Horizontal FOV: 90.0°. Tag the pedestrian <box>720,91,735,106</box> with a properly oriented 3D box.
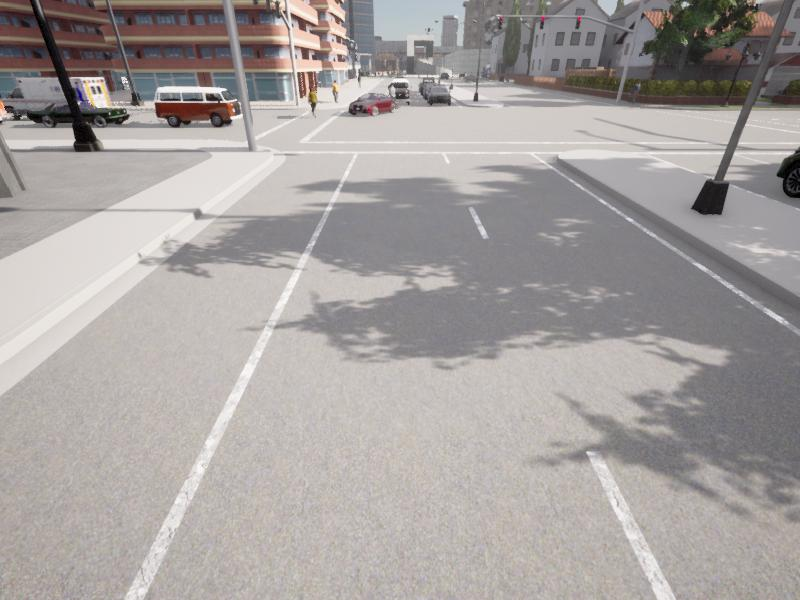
[{"bbox_3d":[27.510,-16.955,33.632,0.500,1.100,0.500,-1,30,-2],"label":"pedestrian"}]

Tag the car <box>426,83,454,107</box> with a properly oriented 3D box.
[{"bbox_3d":[3.543,-18.736,36.481,1.930,1.638,5.238,0,30,0],"label":"car"}]

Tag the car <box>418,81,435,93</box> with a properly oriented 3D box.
[{"bbox_3d":[3.513,-28.675,53.846,1.895,1.301,4.718,0,30,0],"label":"car"}]

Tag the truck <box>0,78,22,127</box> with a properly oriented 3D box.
[{"bbox_3d":[-25.837,-11.234,22.810,5.204,2.467,2.627,0,30,-1],"label":"truck"}]

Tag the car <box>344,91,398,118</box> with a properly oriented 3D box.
[{"bbox_3d":[-1.991,-14.274,29.110,1.994,1.385,4.181,15,33,24],"label":"car"}]

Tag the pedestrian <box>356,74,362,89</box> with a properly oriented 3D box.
[{"bbox_3d":[-6.053,-32.538,59.551,0.751,1.860,0.751,-1,30,-2],"label":"pedestrian"}]

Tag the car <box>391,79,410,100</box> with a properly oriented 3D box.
[{"bbox_3d":[0.013,-22.564,42.803,1.932,1.855,4.605,0,30,0],"label":"car"}]

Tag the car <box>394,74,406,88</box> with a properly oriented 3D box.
[{"bbox_3d":[0.014,-37.014,67.551,1.932,1.855,4.605,0,30,0],"label":"car"}]

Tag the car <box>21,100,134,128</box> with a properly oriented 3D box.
[{"bbox_3d":[-18.534,-10.786,23.207,4.718,1.301,1.895,0,30,-1],"label":"car"}]

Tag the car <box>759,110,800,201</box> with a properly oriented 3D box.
[{"bbox_3d":[11.506,-2.754,8.707,2.150,2.045,5.566,0,30,0],"label":"car"}]

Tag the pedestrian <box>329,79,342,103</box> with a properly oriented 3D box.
[{"bbox_3d":[-5.760,-18.683,35.822,0.751,1.860,0.751,26,39,37],"label":"pedestrian"}]

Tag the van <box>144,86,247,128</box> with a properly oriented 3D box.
[{"bbox_3d":[-11.609,-11.141,23.077,4.480,2.038,2.069,-1,30,-1],"label":"van"}]

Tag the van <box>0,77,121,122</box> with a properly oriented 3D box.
[{"bbox_3d":[-22.370,-13.009,25.892,6.366,2.431,2.351,0,30,-1],"label":"van"}]

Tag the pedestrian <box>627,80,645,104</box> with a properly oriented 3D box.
[{"bbox_3d":[20.661,-18.198,35.005,0.751,1.860,0.751,5,31,9],"label":"pedestrian"}]

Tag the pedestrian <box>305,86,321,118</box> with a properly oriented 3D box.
[{"bbox_3d":[-5.902,-13.378,27.038,0.751,1.860,0.751,-11,32,-18],"label":"pedestrian"}]

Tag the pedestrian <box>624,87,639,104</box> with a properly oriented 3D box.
[{"bbox_3d":[20.635,-18.247,35.645,0.751,1.300,0.751,22,37,33],"label":"pedestrian"}]

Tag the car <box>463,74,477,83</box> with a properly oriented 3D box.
[{"bbox_3d":[15.019,-47.704,86.113,2.152,1.651,5.027,0,30,0],"label":"car"}]

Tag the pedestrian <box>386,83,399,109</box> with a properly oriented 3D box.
[{"bbox_3d":[-0.606,-16.732,32.783,0.751,1.860,0.751,11,32,18],"label":"pedestrian"}]

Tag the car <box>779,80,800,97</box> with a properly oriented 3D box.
[{"bbox_3d":[41.434,-21.481,40.667,1.970,1.475,3.806,0,30,0],"label":"car"}]

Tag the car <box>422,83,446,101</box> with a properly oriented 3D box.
[{"bbox_3d":[3.510,-22.232,42.628,2.163,1.488,4.792,0,30,0],"label":"car"}]

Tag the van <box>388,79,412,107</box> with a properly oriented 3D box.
[{"bbox_3d":[0.010,-18.957,36.463,2.069,2.038,4.480,0,30,0],"label":"van"}]
